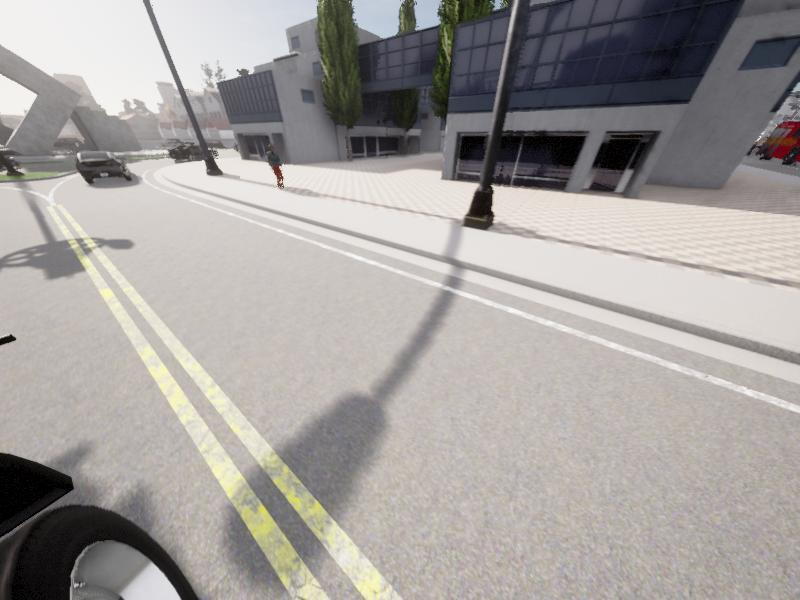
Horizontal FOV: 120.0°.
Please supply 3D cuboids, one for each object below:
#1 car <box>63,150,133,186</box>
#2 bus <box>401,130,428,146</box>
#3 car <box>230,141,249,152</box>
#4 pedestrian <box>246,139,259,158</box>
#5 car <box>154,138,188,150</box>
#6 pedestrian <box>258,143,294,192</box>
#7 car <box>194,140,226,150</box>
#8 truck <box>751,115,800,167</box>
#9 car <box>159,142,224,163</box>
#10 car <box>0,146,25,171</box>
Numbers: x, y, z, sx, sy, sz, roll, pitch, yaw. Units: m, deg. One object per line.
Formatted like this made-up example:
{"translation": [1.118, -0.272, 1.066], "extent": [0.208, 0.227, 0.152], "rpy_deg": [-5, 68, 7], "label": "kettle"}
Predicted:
{"translation": [-18.020, -8.161, 14.055], "extent": [1.837, 1.490, 4.892], "rpy_deg": [-28, 44, -34], "label": "car"}
{"translation": [5.029, -55.490, 79.133], "extent": [3.944, 4.253, 10.273], "rpy_deg": [22, 41, 28], "label": "bus"}
{"translation": [-28.606, -27.375, 41.216], "extent": [1.789, 1.549, 3.705], "rpy_deg": [-26, 43, -33], "label": "car"}
{"translation": [-17.595, -18.076, 27.550], "extent": [0.751, 1.860, 0.751], "rpy_deg": [-13, 37, -18], "label": "pedestrian"}
{"translation": [-44.471, -30.312, 44.969], "extent": [3.866, 1.878, 1.905], "rpy_deg": [-5, 35, -8], "label": "car"}
{"translation": [-5.610, -6.015, 10.502], "extent": [0.751, 1.860, 0.751], "rpy_deg": [28, 44, 34], "label": "pedestrian"}
{"translation": [-40.154, -32.941, 49.036], "extent": [4.611, 1.667, 2.242], "rpy_deg": [-15, 38, -20], "label": "car"}
{"translation": [38.897, -15.160, 21.826], "extent": [2.891, 3.827, 8.468], "rpy_deg": [22, 42, 28], "label": "truck"}
{"translation": [-23.045, -16.623, 25.908], "extent": [1.930, 1.638, 5.238], "rpy_deg": [6, 35, 7], "label": "car"}
{"translation": [-32.037, -10.572, 17.322], "extent": [3.633, 1.501, 1.845], "rpy_deg": [-29, 45, -35], "label": "car"}
